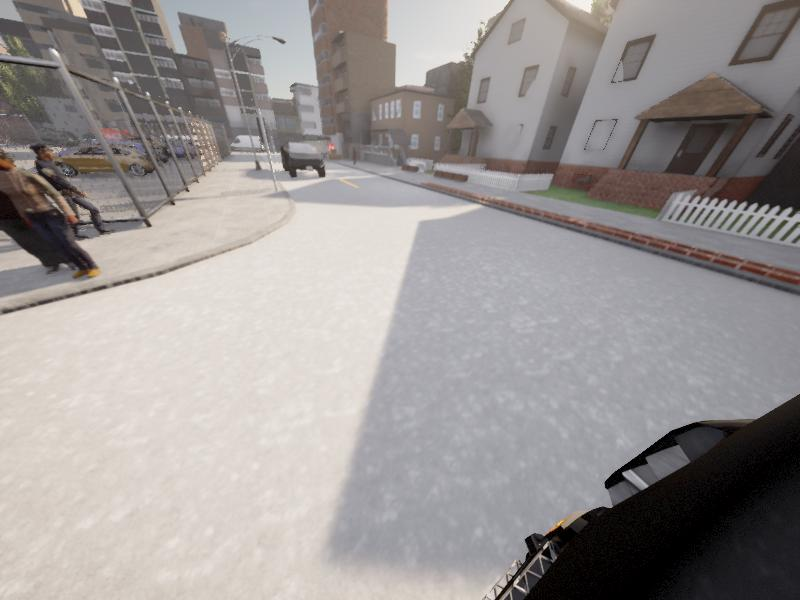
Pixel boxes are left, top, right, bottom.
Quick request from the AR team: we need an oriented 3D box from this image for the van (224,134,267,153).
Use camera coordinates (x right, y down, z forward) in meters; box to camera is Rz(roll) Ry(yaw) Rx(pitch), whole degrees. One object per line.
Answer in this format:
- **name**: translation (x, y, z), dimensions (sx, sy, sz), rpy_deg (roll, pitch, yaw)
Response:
- **van**: translation (-28.982, -29.413, 43.552), dimensions (5.915, 2.561, 1.988), rpy_deg (-5, 33, -12)

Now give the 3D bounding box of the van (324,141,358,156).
- **van**: translation (-12.256, -31.892, 48.663), dimensions (6.366, 2.431, 2.351), rpy_deg (-16, 38, -26)

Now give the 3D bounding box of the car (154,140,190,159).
- **car**: translation (-24.568, -16.358, 25.068), dimensions (1.789, 1.547, 3.705), rpy_deg (-15, 38, -24)

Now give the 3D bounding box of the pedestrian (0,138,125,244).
- **pedestrian**: translation (-6.993, -2.258, 4.884), dimensions (0.751, 1.860, 0.751), rpy_deg (-19, 40, -30)

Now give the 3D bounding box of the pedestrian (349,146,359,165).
- **pedestrian**: translation (-5.205, -16.371, 26.198), dimensions (0.751, 1.860, 0.751), rpy_deg (-27, 44, -37)

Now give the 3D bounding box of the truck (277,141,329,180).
- **truck**: translation (-7.509, -10.717, 17.553), dimensions (2.390, 2.098, 6.274), rpy_deg (-15, 37, -24)

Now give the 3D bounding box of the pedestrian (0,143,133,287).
- **pedestrian**: translation (-5.256, -1.205, 3.438), dimensions (0.751, 1.860, 0.751), rpy_deg (-3, 34, -8)

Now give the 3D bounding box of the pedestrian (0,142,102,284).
- **pedestrian**: translation (-5.852, -1.310, 3.550), dimensions (0.751, 1.860, 0.751), rpy_deg (-20, 40, -31)
